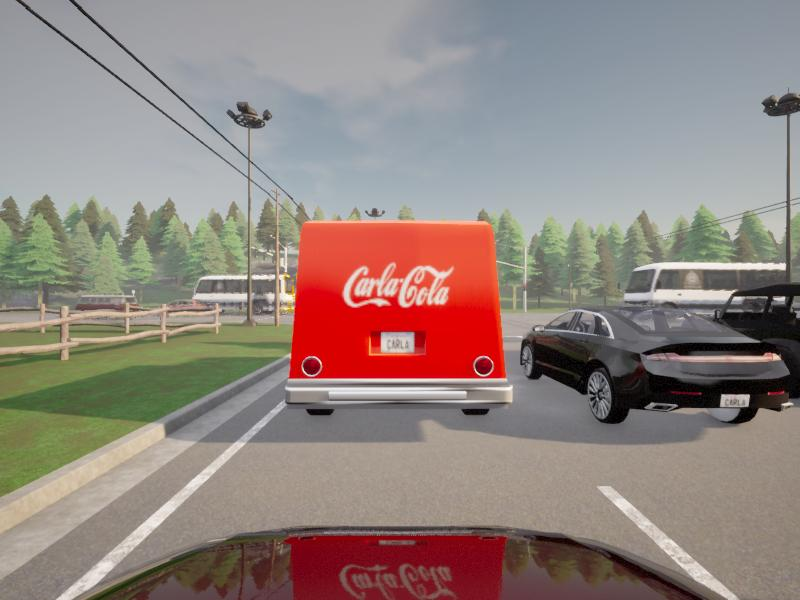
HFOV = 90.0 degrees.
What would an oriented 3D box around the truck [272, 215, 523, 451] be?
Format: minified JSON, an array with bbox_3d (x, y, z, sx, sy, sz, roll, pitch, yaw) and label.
[{"bbox_3d":[-0.037,0.354,6.792,2.627,2.467,5.204,0,0,0],"label":"truck"}]

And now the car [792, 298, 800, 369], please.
[{"bbox_3d":[10.472,0.781,7.069,2.152,1.651,5.027,0,0,0],"label":"car"}]

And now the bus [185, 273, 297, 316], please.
[{"bbox_3d":[-16.675,-0.536,42.510,10.273,4.253,3.944,0,-1,4],"label":"bus"}]

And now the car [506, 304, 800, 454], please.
[{"bbox_3d":[3.464,0.836,6.582,2.128,1.511,4.902,0,0,0],"label":"car"}]

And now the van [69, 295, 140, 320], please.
[{"bbox_3d":[-23.643,0.598,32.109,4.442,1.987,1.775,0,0,3],"label":"van"}]

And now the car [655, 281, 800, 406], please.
[{"bbox_3d":[6.960,0.646,7.491,1.905,1.878,3.866,0,0,0],"label":"car"}]

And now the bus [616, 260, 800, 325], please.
[{"bbox_3d":[21.709,-0.530,28.630,10.273,4.253,3.944,0,0,0],"label":"bus"}]

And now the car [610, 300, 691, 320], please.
[{"bbox_3d":[20.105,0.800,32.254,5.366,1.575,1.801,0,0,0],"label":"car"}]

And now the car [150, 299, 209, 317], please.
[{"bbox_3d":[-21.498,0.756,39.120,4.611,1.667,2.242,0,0,2],"label":"car"}]

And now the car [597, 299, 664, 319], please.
[{"bbox_3d":[20.509,0.779,35.754,4.856,1.649,2.033,0,0,0],"label":"car"}]
